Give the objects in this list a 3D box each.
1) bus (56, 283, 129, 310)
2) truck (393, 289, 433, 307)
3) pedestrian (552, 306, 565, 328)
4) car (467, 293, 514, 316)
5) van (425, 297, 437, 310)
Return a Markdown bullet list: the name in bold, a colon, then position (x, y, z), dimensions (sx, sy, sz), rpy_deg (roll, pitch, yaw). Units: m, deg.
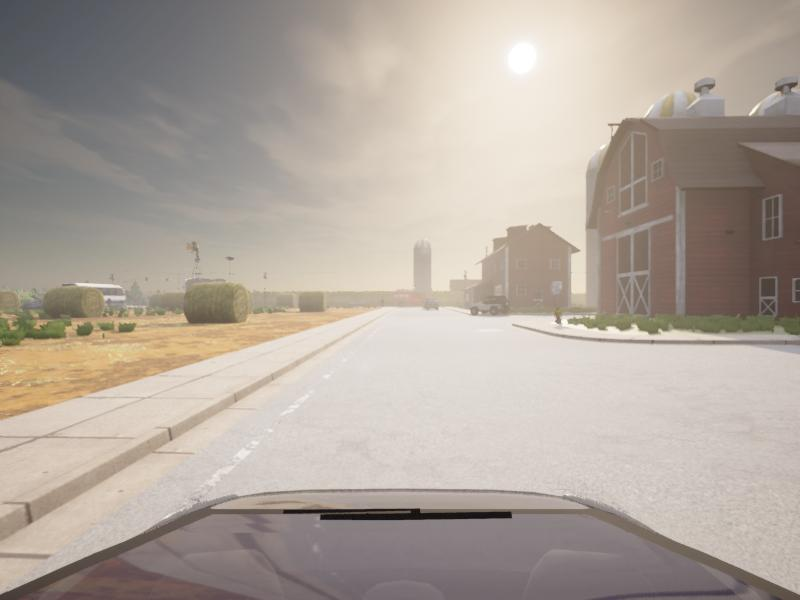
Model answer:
- **bus**: position (-51.742, -0.572, 67.883), dimensions (3.944, 4.253, 10.273), rpy_deg (0, 0, 5)
- **truck**: position (2.771, -0.331, 86.441), dimensions (8.468, 3.827, 2.891), rpy_deg (0, 0, 2)
- **pedestrian**: position (8.124, 0.857, 20.532), dimensions (0.500, 1.100, 0.500), rpy_deg (0, 0, 6)
- **car**: position (8.639, 0.473, 38.454), dimensions (1.905, 1.878, 3.866), rpy_deg (-8, 3, -41)
- **van**: position (5.201, 0.572, 67.897), dimensions (1.775, 1.987, 4.442), rpy_deg (0, 0, 1)
